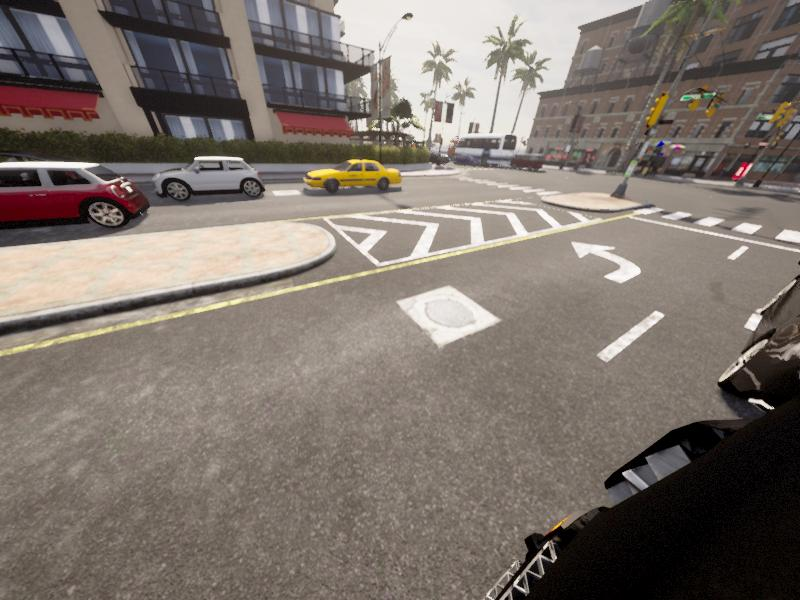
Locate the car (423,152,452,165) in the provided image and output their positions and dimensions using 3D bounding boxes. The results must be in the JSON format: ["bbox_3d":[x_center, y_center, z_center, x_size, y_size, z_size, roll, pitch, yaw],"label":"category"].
[{"bbox_3d":[5.956,-22.706,37.010,2.007,1.525,4.514,-16,38,-26],"label":"car"}]

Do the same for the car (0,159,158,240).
[{"bbox_3d":[-9.272,-2.632,5.861,3.806,1.475,1.970,-16,38,-26],"label":"car"}]

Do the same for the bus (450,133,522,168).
[{"bbox_3d":[13.270,-24.257,37.398,3.944,4.253,10.273,-16,38,-26],"label":"bus"}]

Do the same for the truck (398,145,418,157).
[{"bbox_3d":[1.906,-38.730,59.902,2.627,2.467,5.204,-16,38,-26],"label":"truck"}]

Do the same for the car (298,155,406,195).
[{"bbox_3d":[-2.466,-6.943,12.717,5.366,1.575,1.801,-16,38,-26],"label":"car"}]

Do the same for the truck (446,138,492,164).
[{"bbox_3d":[12.837,-28.509,44.129,2.891,3.827,8.468,-16,38,-26],"label":"truck"}]

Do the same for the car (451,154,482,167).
[{"bbox_3d":[10.446,-22.094,36.485,1.812,1.442,4.674,-16,38,-26],"label":"car"}]

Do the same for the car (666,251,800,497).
[{"bbox_3d":[5.410,0.427,2.287,4.902,1.511,2.128,-16,38,-26],"label":"car"}]

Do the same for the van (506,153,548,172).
[{"bbox_3d":[17.520,-19.201,32.159,1.775,1.987,4.442,-16,38,-26],"label":"van"}]

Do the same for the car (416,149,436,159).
[{"bbox_3d":[6.058,-34.260,54.242,1.930,1.638,5.238,-16,38,-26],"label":"car"}]

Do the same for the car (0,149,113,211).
[{"bbox_3d":[-12.714,-3.901,7.450,3.705,1.549,1.789,-16,38,-26],"label":"car"}]

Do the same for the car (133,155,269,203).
[{"bbox_3d":[-8.044,-5.250,9.875,3.806,1.475,1.970,-16,38,-26],"label":"car"}]
